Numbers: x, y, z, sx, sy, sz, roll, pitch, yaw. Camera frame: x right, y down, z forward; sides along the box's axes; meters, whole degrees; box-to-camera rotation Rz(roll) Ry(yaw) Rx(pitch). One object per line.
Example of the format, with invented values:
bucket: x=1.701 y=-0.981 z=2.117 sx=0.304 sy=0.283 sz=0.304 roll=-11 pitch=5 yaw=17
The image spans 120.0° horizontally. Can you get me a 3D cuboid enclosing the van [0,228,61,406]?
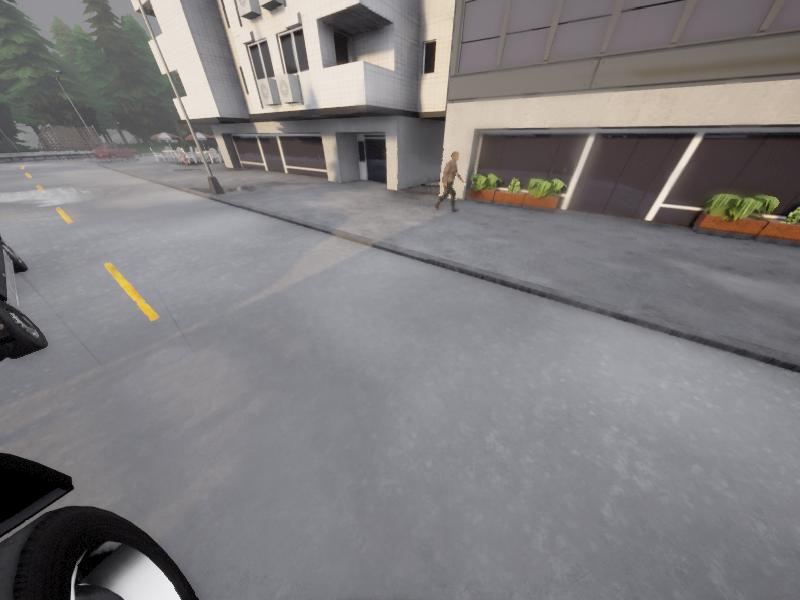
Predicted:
van: x=-6.846 y=-0.659 z=2.607 sx=5.915 sy=2.561 sz=1.988 roll=22 pitch=40 yaw=28

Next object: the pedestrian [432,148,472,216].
pedestrian: x=1.653 y=-3.819 z=7.510 sx=0.751 sy=1.860 sz=0.751 roll=25 pitch=42 yaw=31

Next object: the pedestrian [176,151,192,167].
pedestrian: x=-18.361 y=-12.014 z=19.669 sx=0.500 sy=1.100 sz=0.500 roll=24 pitch=41 yaw=29

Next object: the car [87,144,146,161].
car: x=-32.199 y=-16.916 z=26.384 sx=1.845 sy=1.501 sz=3.633 roll=4 pitch=35 yaw=7
